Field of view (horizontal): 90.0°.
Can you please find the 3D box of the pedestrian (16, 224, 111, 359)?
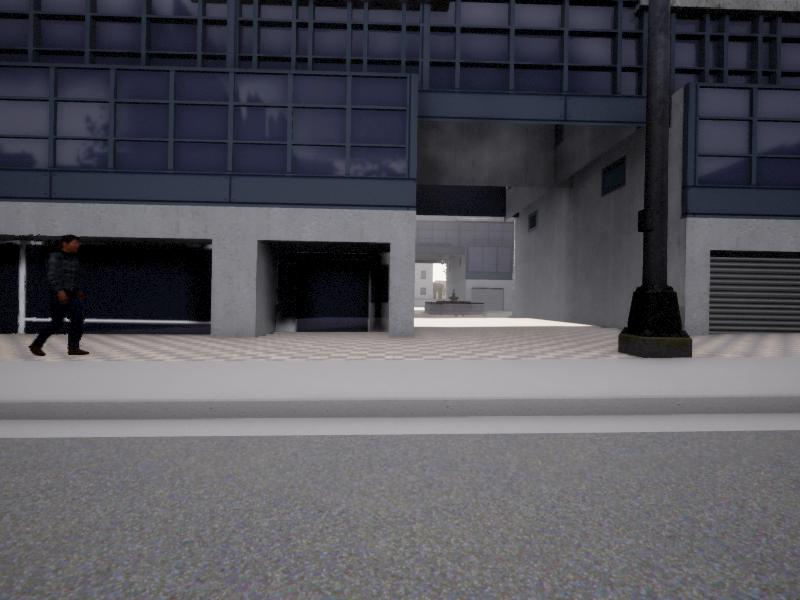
[{"bbox_3d":[-4.943,-0.114,5.926,0.751,1.860,0.751,1,0,0],"label":"pedestrian"}]
